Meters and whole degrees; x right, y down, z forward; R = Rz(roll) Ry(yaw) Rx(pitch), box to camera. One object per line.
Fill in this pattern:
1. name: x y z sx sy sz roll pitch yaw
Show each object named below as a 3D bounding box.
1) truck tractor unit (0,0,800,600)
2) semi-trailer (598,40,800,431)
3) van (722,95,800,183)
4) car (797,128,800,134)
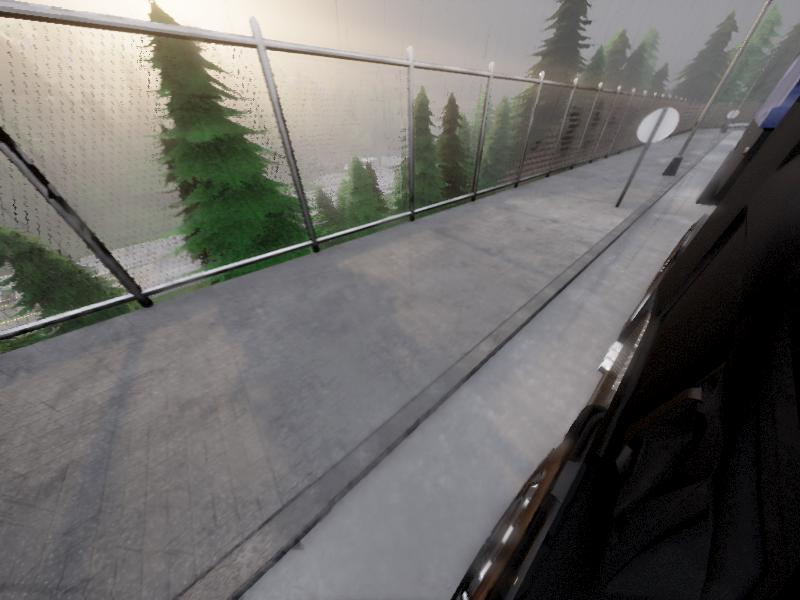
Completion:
1. truck tractor unit: 2.645 -0.295 0.351 6.516 4.208 3.053 -28 44 -30
2. semi-trailer: 8.693 -3.608 4.235 14.254 4.402 2.717 -28 44 -30
3. van: 16.395 -6.952 9.788 5.915 2.561 1.988 -28 44 -30
4. car: 44.952 -18.716 24.476 5.027 1.651 2.152 -28 44 -30
